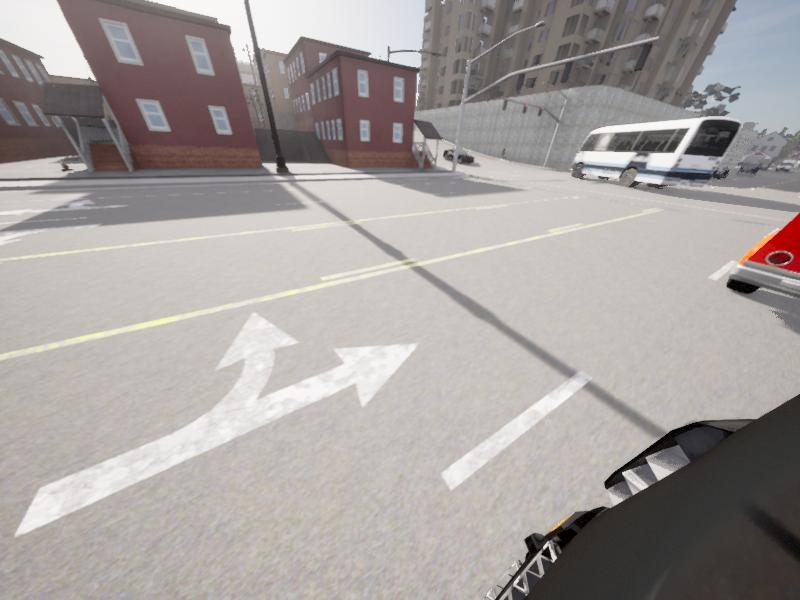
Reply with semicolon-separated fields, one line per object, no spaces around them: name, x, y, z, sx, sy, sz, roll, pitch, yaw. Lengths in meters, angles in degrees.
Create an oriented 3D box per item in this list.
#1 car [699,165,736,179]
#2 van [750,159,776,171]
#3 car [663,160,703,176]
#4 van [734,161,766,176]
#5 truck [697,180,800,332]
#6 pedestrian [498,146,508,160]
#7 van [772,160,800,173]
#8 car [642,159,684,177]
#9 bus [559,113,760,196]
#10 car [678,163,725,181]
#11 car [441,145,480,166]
car;42.101;-17.016;30.630;3.633;1.501;1.845;-16;38;-26
van;93.136;-34.589;59.216;5.915;2.561;1.988;-16;38;-26
car;40.664;-18.951;33.195;4.553;1.767;2.097;-16;38;-26
van;59.033;-22.145;38.965;4.442;1.987;1.775;-16;38;-26
truck;8.383;-0.988;3.629;5.204;2.467;2.627;-13;37;-24
pedestrian;16.366;-23.290;36.653;0.751;1.860;0.751;-16;38;-25
van;94.319;-32.689;56.446;5.915;2.561;1.988;-16;38;-26
car;33.993;-17.039;29.834;4.605;1.855;1.932;-16;38;-26
bus;19.052;-11.865;19.000;3.944;4.253;10.273;1;33;-4
car;35.903;-15.246;27.501;4.856;1.649;2.033;-16;38;-26
car;8.158;-19.937;31.781;1.930;1.638;5.238;-16;43;-26
